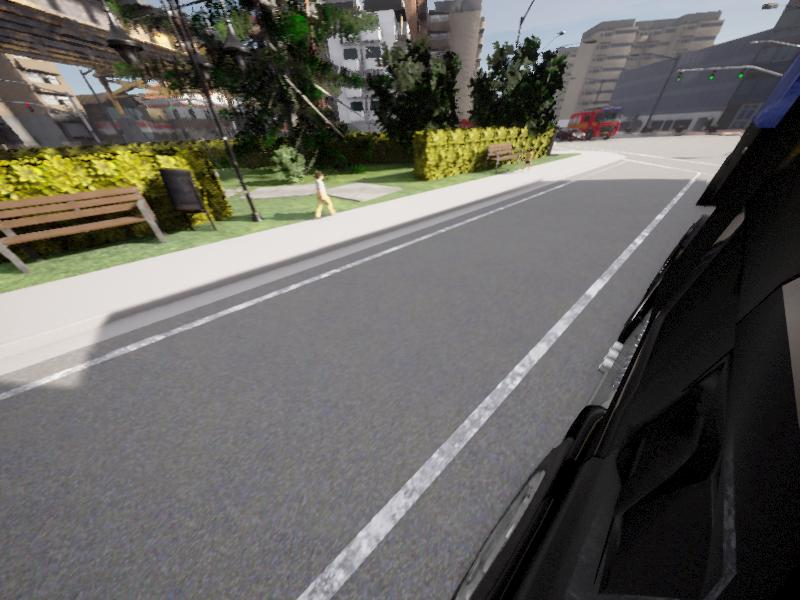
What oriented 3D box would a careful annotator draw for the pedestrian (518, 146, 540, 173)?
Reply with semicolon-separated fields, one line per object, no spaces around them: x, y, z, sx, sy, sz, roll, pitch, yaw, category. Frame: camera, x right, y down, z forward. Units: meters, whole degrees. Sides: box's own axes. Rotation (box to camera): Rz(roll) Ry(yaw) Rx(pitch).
6.464;-7.046;11.620;0.500;1.100;0.500;-22;41;-25;pedestrian

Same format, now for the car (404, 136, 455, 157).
2.865;-15.414;23.180;4.792;1.488;2.163;2;37;6;car

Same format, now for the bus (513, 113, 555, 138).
30.709;-40.442;53.797;3.944;4.253;10.273;-1;36;2;bus

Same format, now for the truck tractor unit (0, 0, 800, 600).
2.645;-0.295;0.351;6.516;4.208;3.053;-28;44;-30;truck tractor unit

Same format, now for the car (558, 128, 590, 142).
24.868;-23.761;33.263;1.970;1.475;3.806;1;36;6;car

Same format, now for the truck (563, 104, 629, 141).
28.536;-26.191;34.397;2.891;3.827;8.468;1;36;5;truck

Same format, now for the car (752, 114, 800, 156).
26.201;-10.203;14.139;5.566;2.045;2.150;-7;35;-6;car

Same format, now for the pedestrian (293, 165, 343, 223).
-2.265;-2.999;6.520;0.751;1.300;0.751;24;44;32;pedestrian

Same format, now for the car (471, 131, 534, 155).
9.757;-15.269;22.424;5.027;1.651;2.152;2;37;6;car

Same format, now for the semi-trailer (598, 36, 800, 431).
8.699;-3.581;4.261;14.254;4.402;2.717;-28;43;-30;semi-trailer

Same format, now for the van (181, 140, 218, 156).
-35.215;-26.954;40.805;2.069;2.038;4.480;1;37;6;van
